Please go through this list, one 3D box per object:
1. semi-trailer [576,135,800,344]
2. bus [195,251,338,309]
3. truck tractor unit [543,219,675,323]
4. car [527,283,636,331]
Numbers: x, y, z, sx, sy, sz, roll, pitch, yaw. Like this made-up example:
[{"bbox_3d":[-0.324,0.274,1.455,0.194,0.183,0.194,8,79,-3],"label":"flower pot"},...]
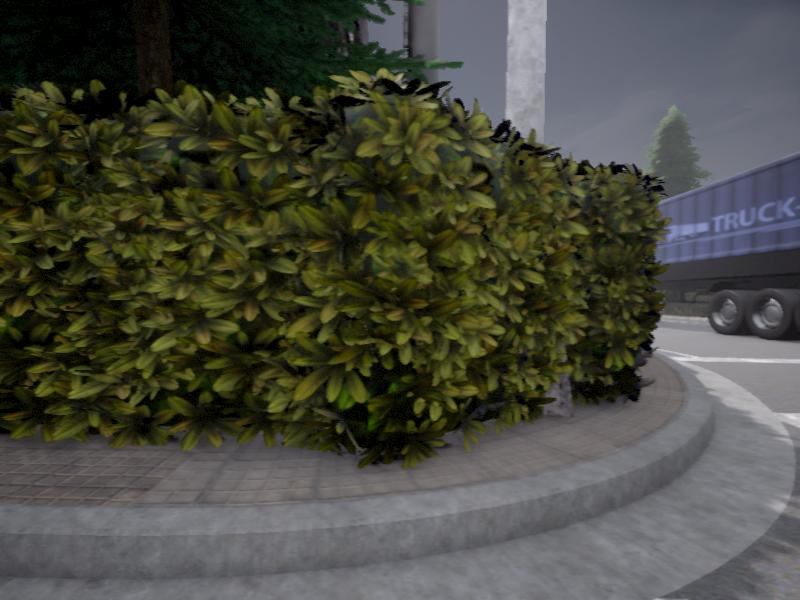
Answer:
[{"bbox_3d":[9.739,-1.268,11.801,2.717,4.402,14.254,1,0,0],"label":"semi-trailer"},{"bbox_3d":[-10.623,-1.556,32.797,10.273,4.253,3.944,1,0,1],"label":"bus"},{"bbox_3d":[9.750,-1.217,19.714,3.053,4.208,6.516,1,1,0],"label":"truck tractor unit"},{"bbox_3d":[6.198,0.222,14.384,1.812,1.442,4.674,0,0,0],"label":"car"}]
